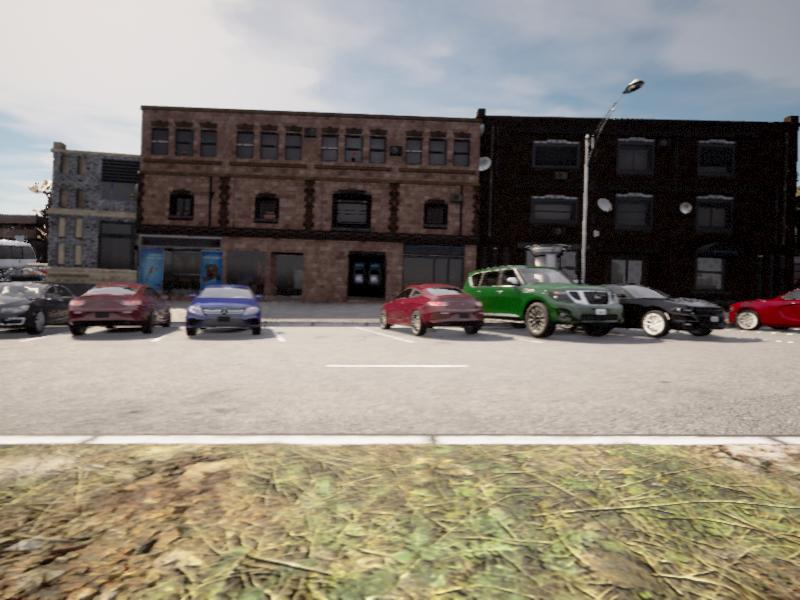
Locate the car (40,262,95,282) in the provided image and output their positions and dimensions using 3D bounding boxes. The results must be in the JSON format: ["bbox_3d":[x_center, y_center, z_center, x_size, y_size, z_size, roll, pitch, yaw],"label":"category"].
[{"bbox_3d":[-37.121,-3.111,44.872,4.442,1.987,1.878,1,6,-27],"label":"car"}]

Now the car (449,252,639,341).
[{"bbox_3d":[3.861,-0.029,12.156,2.435,2.045,5.566,1,-1,-20],"label":"car"}]

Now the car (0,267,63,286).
[{"bbox_3d":[-36.256,-2.312,38.977,4.892,1.521,2.231,1,5,-27],"label":"car"}]

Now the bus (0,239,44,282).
[{"bbox_3d":[-41.811,-4.042,40.174,3.944,4.253,10.273,2,5,-8],"label":"bus"}]

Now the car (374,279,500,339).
[{"bbox_3d":[0.821,0.255,12.181,2.002,1.452,4.674,0,-1,-20],"label":"car"}]

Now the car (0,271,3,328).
[{"bbox_3d":[-14.231,-0.050,11.852,1.878,1.987,4.442,1,-1,-22],"label":"car"}]

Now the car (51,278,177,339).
[{"bbox_3d":[-8.241,0.232,12.096,2.002,1.452,4.674,0,-1,-21],"label":"car"}]

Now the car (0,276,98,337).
[{"bbox_3d":[-11.258,0.186,12.045,2.231,1.521,4.892,1,-1,-22],"label":"car"}]

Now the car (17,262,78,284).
[{"bbox_3d":[-36.727,-2.824,41.883,4.442,1.987,1.878,1,6,-28],"label":"car"}]

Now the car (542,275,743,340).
[{"bbox_3d":[6.869,0.230,12.158,2.097,1.535,5.008,1,-1,-20],"label":"car"}]

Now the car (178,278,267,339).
[{"bbox_3d":[-5.216,0.240,12.149,2.002,1.452,4.674,1,-1,-21],"label":"car"}]

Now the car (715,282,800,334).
[{"bbox_3d":[12.906,0.245,12.039,2.097,1.535,5.008,0,-1,-19],"label":"car"}]
